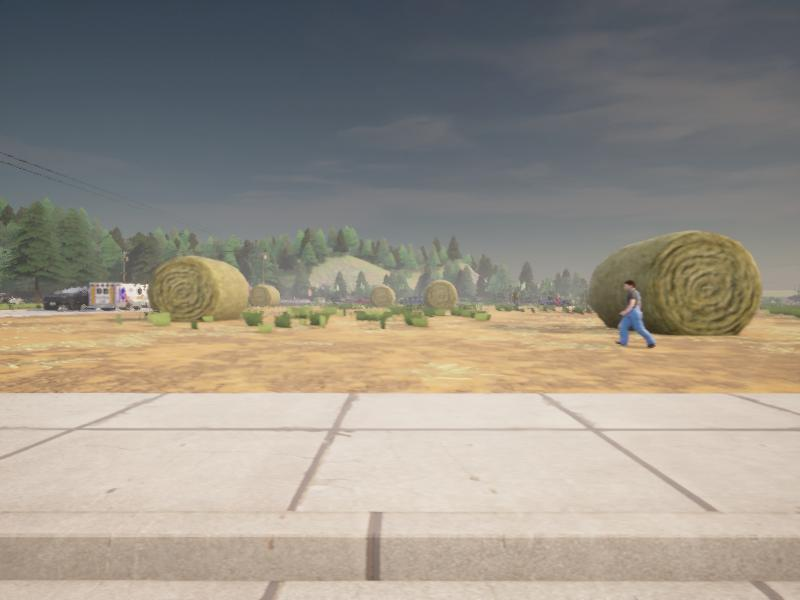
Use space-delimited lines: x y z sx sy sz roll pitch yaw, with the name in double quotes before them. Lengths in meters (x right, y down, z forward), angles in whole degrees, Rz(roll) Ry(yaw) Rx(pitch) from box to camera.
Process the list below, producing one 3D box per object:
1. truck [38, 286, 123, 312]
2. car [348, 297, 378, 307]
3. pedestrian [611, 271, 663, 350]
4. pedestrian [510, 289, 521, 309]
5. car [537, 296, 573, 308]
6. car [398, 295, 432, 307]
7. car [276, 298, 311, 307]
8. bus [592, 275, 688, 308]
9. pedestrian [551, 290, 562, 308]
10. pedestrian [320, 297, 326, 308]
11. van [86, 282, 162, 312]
"truck" -27.918 -0.056 35.377 2.390 2.098 6.274 0 0 2
"car" -5.438 0.241 59.129 4.193 1.474 1.816 0 0 4
"pedestrian" 4.173 0.168 7.071 0.751 1.300 0.751 0 0 30
"pedestrian" 10.690 -0.111 37.015 0.751 1.860 0.751 0 0 -44
"car" 20.798 0.265 53.867 4.193 1.474 1.816 0 0 4
"car" 2.249 0.172 58.608 4.856 1.649 2.033 0 0 4
"car" -15.953 0.321 59.833 4.718 1.301 1.895 0 0 4
"bus" 31.664 -1.113 53.253 10.273 4.253 3.944 0 0 4
"pedestrian" 15.860 -0.109 40.447 0.751 1.860 0.751 0 0 -35
"pedestrian" -8.064 0.259 41.890 0.500 1.100 0.500 0 0 27
"van" -24.468 -0.217 35.864 2.351 2.431 6.366 0 0 1
